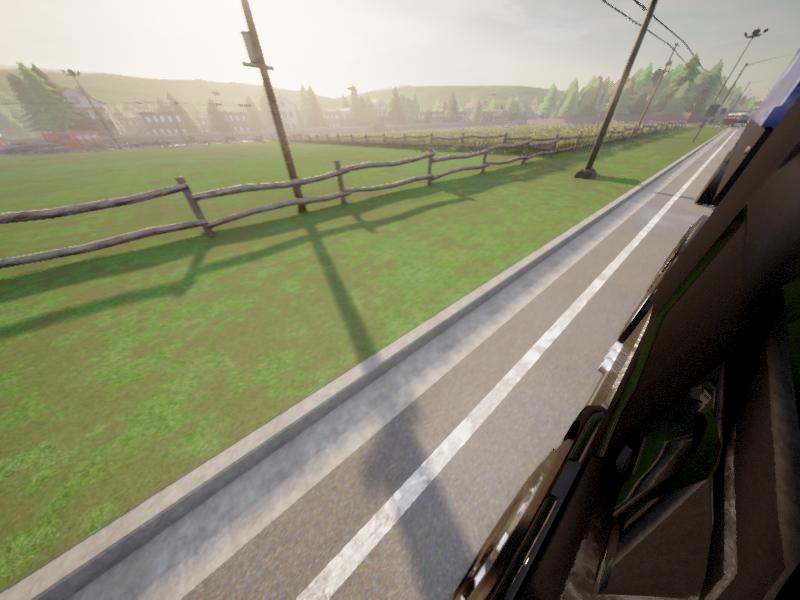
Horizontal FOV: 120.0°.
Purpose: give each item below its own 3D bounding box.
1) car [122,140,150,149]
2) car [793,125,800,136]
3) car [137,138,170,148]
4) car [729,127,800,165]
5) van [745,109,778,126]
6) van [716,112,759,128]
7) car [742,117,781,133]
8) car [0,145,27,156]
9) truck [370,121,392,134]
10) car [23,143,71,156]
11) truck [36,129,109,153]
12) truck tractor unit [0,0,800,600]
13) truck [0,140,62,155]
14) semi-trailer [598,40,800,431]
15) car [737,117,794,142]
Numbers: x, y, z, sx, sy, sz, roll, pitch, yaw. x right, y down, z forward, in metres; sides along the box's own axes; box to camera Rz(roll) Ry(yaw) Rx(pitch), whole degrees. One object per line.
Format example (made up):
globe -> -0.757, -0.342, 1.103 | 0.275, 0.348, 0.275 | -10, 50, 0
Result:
car -> -63.278, -37.457, 55.472 | 4.193, 1.474, 1.816 | -28, 44, -30
car -> 42.868, -17.911, 23.761 | 3.633, 1.501, 1.845 | -28, 44, -30
car -> -58.449, -37.331, 54.914 | 5.238, 1.638, 1.930 | -28, 44, -30
car -> 20.234, -8.517, 12.670 | 4.181, 1.385, 1.994 | -28, 44, -30
van -> 68.470, -34.698, 43.886 | 6.366, 2.431, 2.351 | -28, 44, -30
van -> 59.996, -32.095, 41.225 | 2.069, 2.038, 4.480 | 15, 39, 20
car -> 46.221, -22.435, 29.620 | 4.792, 1.488, 2.163 | -28, 44, -30
car -> -84.457, -31.684, 49.088 | 5.027, 1.651, 2.152 | -28, 44, -30
truck -> -7.423, -67.973, 90.947 | 8.468, 3.827, 2.891 | -28, 44, -30
car -> -68.351, -29.304, 44.895 | 4.611, 1.667, 2.242 | -28, 44, -30
truck -> -73.175, -35.929, 52.032 | 8.468, 3.827, 2.891 | -28, 44, -30
truck tractor unit -> 2.645, -0.295, 0.352 | 6.516, 4.208, 3.053 | -28, 44, -30
truck -> -75.452, -31.270, 47.414 | 6.274, 2.098, 2.390 | -28, 44, -30
semi-trailer -> 8.679, -3.612, 4.257 | 14.254, 4.402, 2.717 | -28, 44, -30
car -> 34.080, -16.011, 21.645 | 5.027, 1.651, 2.152 | -28, 44, -30
